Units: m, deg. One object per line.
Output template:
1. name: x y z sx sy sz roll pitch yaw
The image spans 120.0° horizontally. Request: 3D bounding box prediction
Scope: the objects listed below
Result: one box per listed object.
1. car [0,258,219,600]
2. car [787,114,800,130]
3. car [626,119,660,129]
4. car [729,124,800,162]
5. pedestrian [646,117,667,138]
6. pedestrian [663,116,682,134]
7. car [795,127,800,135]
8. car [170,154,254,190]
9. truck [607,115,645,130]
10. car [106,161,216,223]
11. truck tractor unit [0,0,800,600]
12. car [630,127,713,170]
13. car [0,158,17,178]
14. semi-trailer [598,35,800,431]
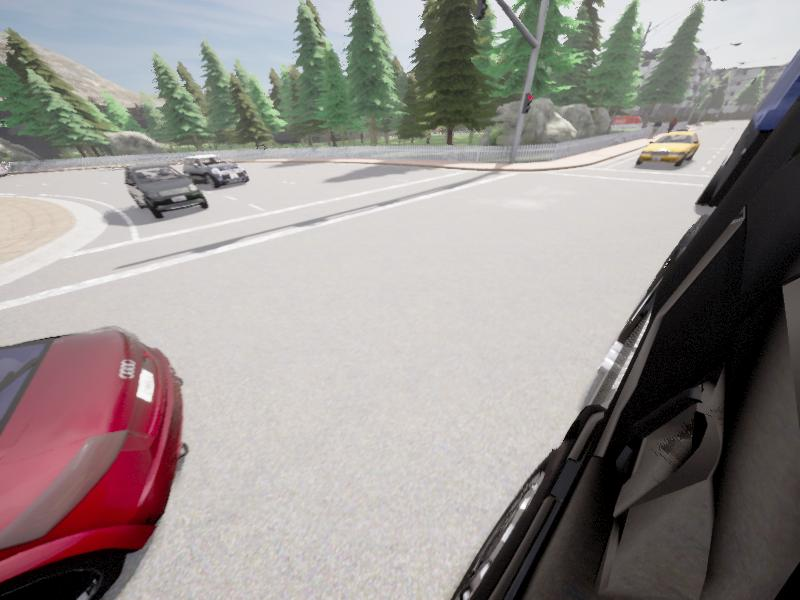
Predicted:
1. car: -3.553 1.458 0.816 4.181 1.385 1.994 -28 43 -30
2. car: 53.263 -23.446 30.310 5.008 1.535 1.882 -28 43 -30
3. car: 55.679 -40.307 53.021 2.128 1.511 4.902 -27 42 -29
4. car: 21.281 -9.086 13.249 4.792 1.488 2.163 -28 43 -30
5. pedestrian: 28.704 -19.265 25.888 0.751 1.860 0.751 -26 42 -28
6. pedestrian: 35.535 -22.785 30.156 0.751 1.860 0.751 -28 43 -29
7. car: 42.908 -17.895 23.547 5.008 1.535 1.882 -29 43 -30
8. car: -10.813 -7.501 13.385 3.806 1.475 1.970 17 41 25
9. truck: 51.393 -40.391 52.643 2.627 2.467 5.204 -27 43 -29
10. car: -9.135 -4.297 8.850 3.705 1.549 1.789 23 44 31
11. truck tractor unit: 2.645 -0.295 0.351 6.516 4.208 3.053 -28 44 -30
12. car: 15.236 -8.579 12.925 5.366 1.575 1.801 -27 42 -29
13. car: -43.516 -13.113 23.252 4.611 1.667 2.242 -11 37 -10
14. semi-trailer: 8.680 -3.614 4.249 14.254 4.402 2.717 -28 43 -30
